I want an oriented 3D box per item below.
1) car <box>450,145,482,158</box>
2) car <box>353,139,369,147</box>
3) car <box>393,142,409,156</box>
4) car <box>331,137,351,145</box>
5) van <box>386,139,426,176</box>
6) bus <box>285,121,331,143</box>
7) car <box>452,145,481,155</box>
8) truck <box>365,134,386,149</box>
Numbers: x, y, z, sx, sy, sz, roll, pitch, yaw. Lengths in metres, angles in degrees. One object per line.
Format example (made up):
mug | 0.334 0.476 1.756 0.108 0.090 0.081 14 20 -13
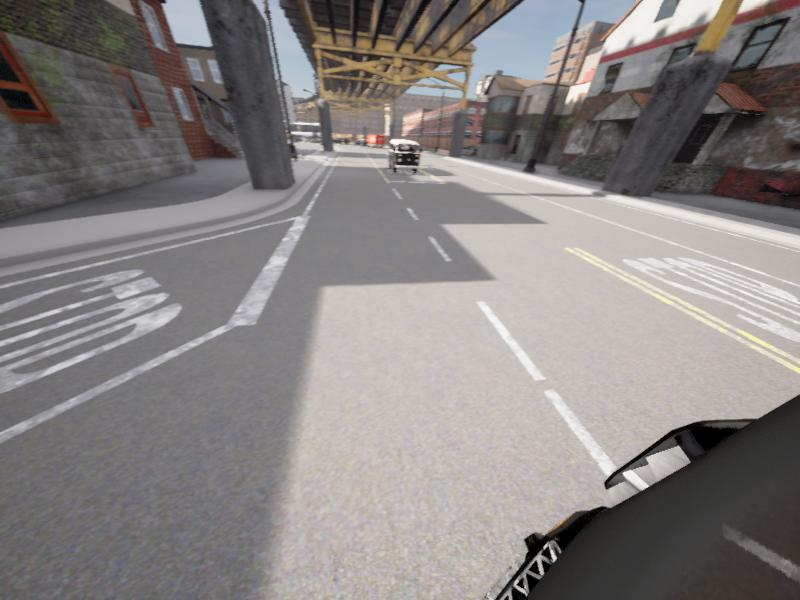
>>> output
car | 11.543 -26.042 40.359 4.974 1.542 2.038 14 36 15
car | -9.423 -38.188 56.099 1.970 1.475 3.806 -28 45 -36
car | 0.081 -23.274 35.531 1.845 1.501 3.633 -3 36 -9
car | -15.259 -41.278 59.921 4.892 1.490 1.837 19 38 22
van | 0.251 -10.762 17.289 2.069 2.038 4.480 -3 35 -9
bus | -24.283 -44.637 61.560 10.273 4.253 3.944 7 35 5
car | 11.599 -26.158 40.255 4.536 1.218 1.853 14 36 15
truck | -5.431 -35.038 51.020 2.627 2.467 5.204 -16 40 -25
